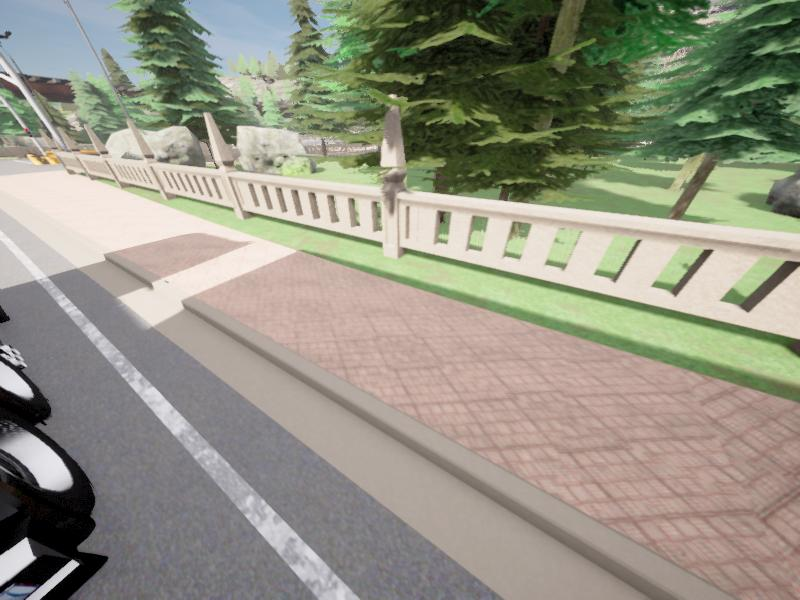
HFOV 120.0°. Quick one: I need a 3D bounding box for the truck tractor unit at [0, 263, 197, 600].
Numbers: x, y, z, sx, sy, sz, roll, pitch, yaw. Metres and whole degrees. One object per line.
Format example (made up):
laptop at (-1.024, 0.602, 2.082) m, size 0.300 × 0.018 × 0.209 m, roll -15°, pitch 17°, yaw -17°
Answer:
truck tractor unit at (-5.108, -0.305, 0.779) m, size 6.516 × 4.208 × 3.053 m, roll 19°, pitch 39°, yaw 24°
